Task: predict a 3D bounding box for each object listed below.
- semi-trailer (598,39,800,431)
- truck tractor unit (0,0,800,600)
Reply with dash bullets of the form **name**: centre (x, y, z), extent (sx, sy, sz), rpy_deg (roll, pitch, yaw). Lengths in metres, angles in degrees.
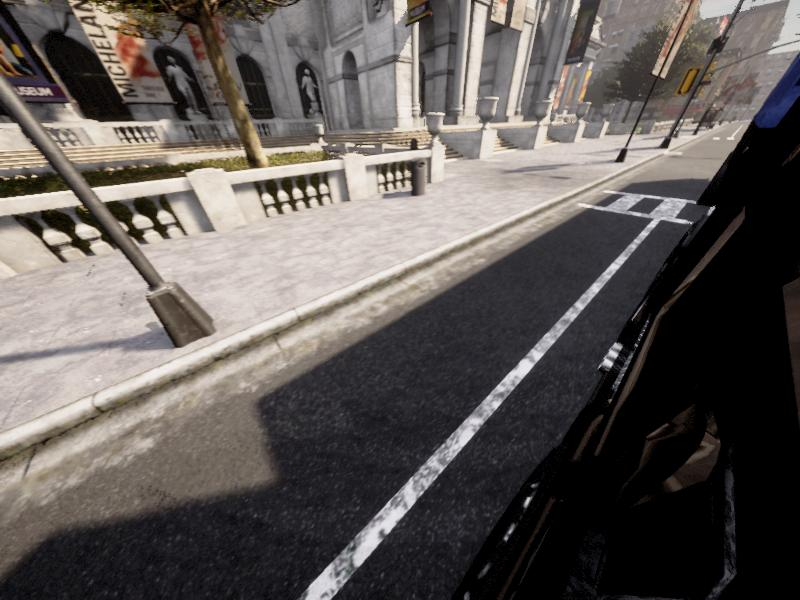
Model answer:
- **semi-trailer**: centre (8.698, -3.594, 4.245), extent (14.254, 4.402, 2.717), rpy_deg (-28, 43, -30)
- **truck tractor unit**: centre (2.645, -0.295, 0.351), extent (6.516, 4.208, 3.053), rpy_deg (-28, 44, -30)
